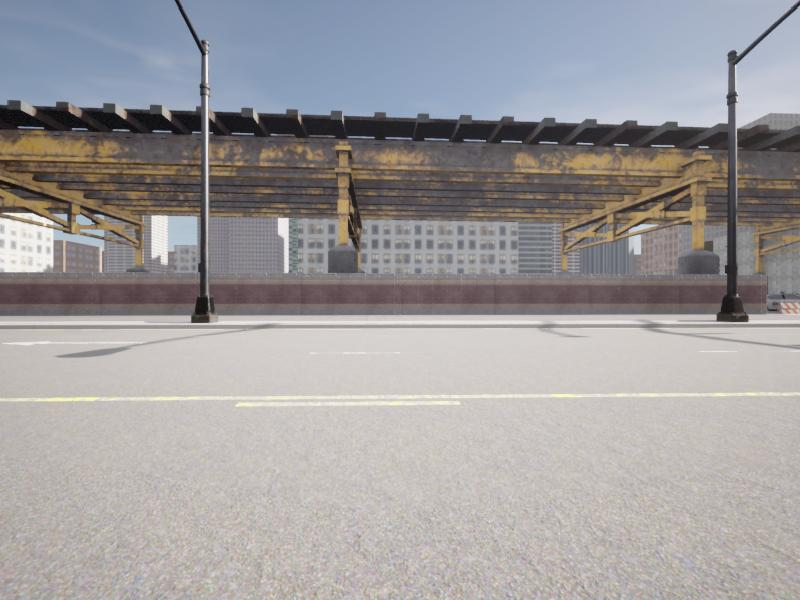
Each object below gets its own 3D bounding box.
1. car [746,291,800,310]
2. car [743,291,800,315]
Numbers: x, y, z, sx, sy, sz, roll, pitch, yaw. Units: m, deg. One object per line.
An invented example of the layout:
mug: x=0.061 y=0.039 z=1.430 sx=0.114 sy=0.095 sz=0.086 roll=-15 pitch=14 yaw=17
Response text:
car: x=26.964 y=0.038 z=27.700 sx=4.536 sy=1.218 sz=1.853 roll=0 pitch=0 yaw=42
car: x=27.003 y=0.196 z=27.666 sx=4.974 sy=1.542 sz=2.038 roll=0 pitch=0 yaw=42
